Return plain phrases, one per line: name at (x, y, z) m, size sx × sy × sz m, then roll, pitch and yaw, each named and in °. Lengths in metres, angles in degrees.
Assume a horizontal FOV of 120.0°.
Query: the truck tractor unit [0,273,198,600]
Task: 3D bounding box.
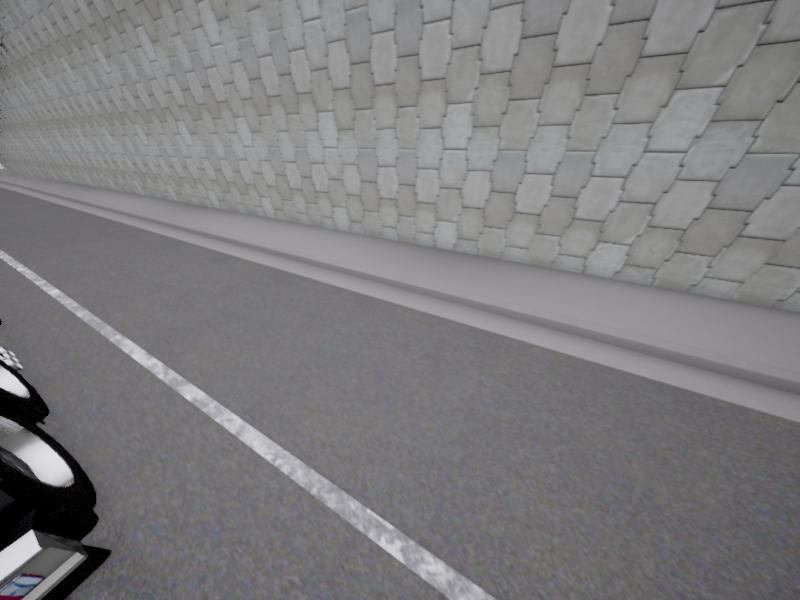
truck tractor unit at (-5.127, -0.285, 0.757) m, size 6.516 × 4.208 × 3.053 m, roll 18°, pitch 39°, yaw 23°
